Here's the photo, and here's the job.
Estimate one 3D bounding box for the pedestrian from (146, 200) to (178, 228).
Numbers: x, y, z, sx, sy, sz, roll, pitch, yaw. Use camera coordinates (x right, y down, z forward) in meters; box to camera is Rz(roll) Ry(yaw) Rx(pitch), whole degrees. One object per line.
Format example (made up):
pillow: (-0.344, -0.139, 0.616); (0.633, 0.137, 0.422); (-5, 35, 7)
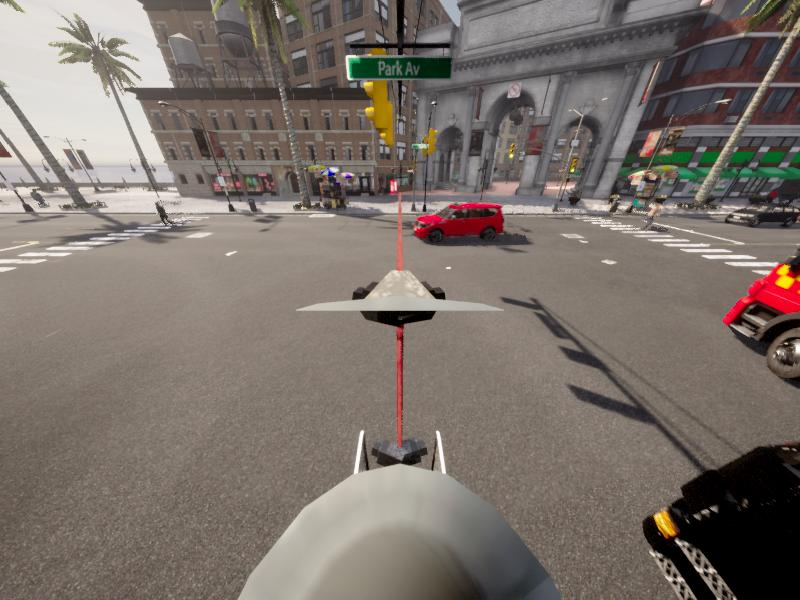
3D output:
pedestrian: (-17.767, -6.448, 17.265); (0.751, 1.860, 0.751); (1, 30, 1)

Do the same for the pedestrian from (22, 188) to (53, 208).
pedestrian: (-38.701, -10.914, 24.696); (0.751, 1.860, 0.751); (-4, 30, -6)

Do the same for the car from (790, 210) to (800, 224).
car: (34.464, -6.633, 17.701); (4.553, 1.767, 2.097); (0, 30, 1)

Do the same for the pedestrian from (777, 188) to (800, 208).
pedestrian: (41.442, -10.745, 24.404); (0.751, 1.860, 0.751); (12, 32, 19)

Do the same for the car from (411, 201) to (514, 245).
car: (3.659, -4.848, 14.356); (5.566, 2.045, 2.150); (-4, 30, -8)

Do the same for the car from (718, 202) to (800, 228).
car: (28.046, -6.582, 17.853); (3.705, 1.549, 1.789); (0, 30, 0)

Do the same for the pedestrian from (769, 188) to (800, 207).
pedestrian: (41.474, -11.055, 24.941); (0.751, 1.860, 0.751); (3, 30, 5)

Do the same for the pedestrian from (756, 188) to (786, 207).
pedestrian: (40.319, -11.167, 25.135); (0.751, 1.860, 0.751); (2, 30, 4)

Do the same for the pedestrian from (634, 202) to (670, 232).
pedestrian: (17.436, -5.733, 16.026); (0.751, 1.860, 0.751); (0, 30, 1)

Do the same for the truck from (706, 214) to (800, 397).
truck: (8.882, 1.403, 1.750); (2.891, 3.827, 8.468); (8, 31, 15)
